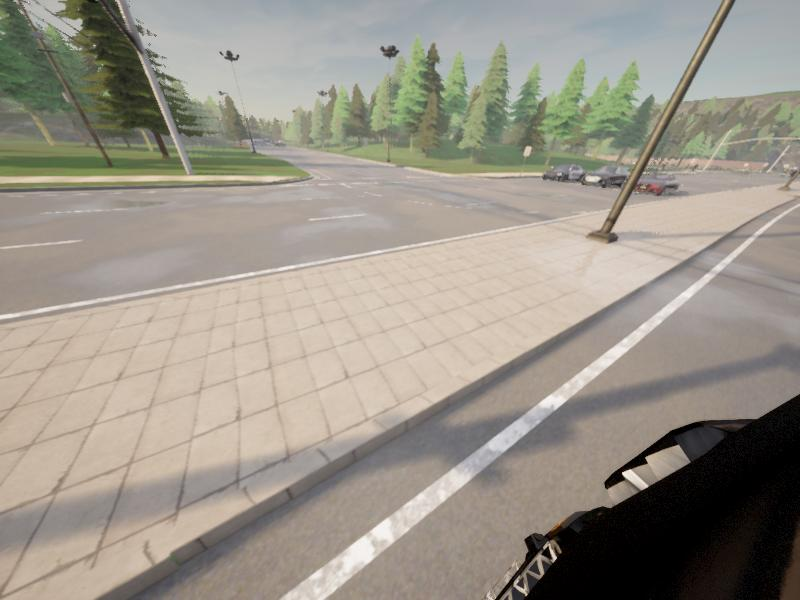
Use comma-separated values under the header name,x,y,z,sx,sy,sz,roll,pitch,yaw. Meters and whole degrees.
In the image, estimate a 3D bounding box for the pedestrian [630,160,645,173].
name,x,y,z,sx,sy,sz,roll,pitch,yaw
pedestrian,39.229,-22.073,38.159,0.751,1.860,0.751,-14,37,-24

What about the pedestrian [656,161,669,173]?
name,x,y,z,sx,sy,sz,roll,pitch,yaw
pedestrian,48.786,-24.743,42.913,0.751,1.860,0.751,-14,37,-23

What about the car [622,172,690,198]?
name,x,y,z,sx,sy,sz,roll,pitch,yaw
car,19.152,-8.714,17.301,4.181,1.385,1.994,-16,38,-26

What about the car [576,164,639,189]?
name,x,y,z,sx,sy,sz,roll,pitch,yaw
car,17.981,-10.742,20.030,4.856,1.649,2.033,-15,38,-26

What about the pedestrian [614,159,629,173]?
name,x,y,z,sx,sy,sz,roll,pitch,yaw
pedestrian,34.816,-21.091,36.341,0.751,1.860,0.751,-15,38,-25

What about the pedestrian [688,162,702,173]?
name,x,y,z,sx,sy,sz,roll,pitch,yaw
pedestrian,61.311,-27.516,48.051,0.751,1.860,0.751,-9,35,-17

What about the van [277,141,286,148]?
name,x,y,z,sx,sy,sz,roll,pitch,yaw
van,-43.068,-56.656,83.995,2.069,2.038,4.480,-15,37,-24

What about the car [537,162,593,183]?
name,x,y,z,sx,sy,sz,roll,pitch,yaw
car,16.003,-12.373,22.414,4.974,1.542,2.038,-15,38,-25

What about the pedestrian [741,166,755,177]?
name,x,y,z,sx,sy,sz,roll,pitch,yaw
pedestrian,70.606,-26.095,46.929,0.751,1.860,0.751,-20,40,-30
